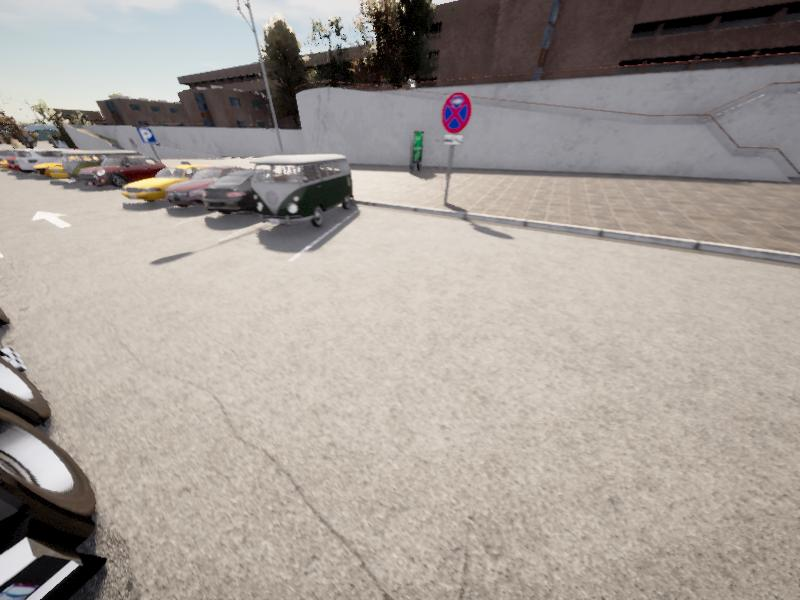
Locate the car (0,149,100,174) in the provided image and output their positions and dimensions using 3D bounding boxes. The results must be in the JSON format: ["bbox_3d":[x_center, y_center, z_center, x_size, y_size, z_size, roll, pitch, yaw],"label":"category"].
[{"bbox_3d":[-36.741,-14.651,24.293,2.435,2.045,5.566,5,34,8],"label":"car"}]

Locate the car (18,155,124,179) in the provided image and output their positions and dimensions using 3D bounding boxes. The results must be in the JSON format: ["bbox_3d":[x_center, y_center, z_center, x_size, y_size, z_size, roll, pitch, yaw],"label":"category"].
[{"bbox_3d":[-28.998,-12.029,20.723,2.097,1.535,5.008,6,34,8],"label":"car"}]

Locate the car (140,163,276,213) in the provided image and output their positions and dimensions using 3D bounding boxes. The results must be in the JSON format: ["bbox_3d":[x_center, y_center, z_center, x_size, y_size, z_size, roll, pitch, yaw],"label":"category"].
[{"bbox_3d":[-8.352,-5.425,10.833,2.002,1.452,4.674,6,34,8],"label":"car"}]

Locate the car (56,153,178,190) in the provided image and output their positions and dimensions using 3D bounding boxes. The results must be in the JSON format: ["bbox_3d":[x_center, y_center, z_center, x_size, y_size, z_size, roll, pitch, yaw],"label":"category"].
[{"bbox_3d":[-18.671,-8.865,15.720,2.185,1.767,4.553,6,34,8],"label":"car"}]

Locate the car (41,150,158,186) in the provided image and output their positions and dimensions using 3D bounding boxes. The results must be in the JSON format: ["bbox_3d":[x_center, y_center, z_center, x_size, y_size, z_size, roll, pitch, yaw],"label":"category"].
[{"bbox_3d":[-21.275,-9.690,16.782,1.878,1.987,4.442,6,34,8],"label":"car"}]

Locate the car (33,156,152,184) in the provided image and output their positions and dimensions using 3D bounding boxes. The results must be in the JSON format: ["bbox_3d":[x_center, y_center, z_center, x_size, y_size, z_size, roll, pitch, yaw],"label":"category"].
[{"bbox_3d":[-23.813,-10.491,18.393,1.946,1.575,5.366,5,34,8],"label":"car"}]

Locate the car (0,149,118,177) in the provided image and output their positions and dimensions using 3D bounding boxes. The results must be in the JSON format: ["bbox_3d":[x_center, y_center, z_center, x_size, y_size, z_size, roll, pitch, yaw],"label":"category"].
[{"bbox_3d":[-31.582,-13.068,21.846,2.435,2.045,5.566,5,34,9],"label":"car"}]

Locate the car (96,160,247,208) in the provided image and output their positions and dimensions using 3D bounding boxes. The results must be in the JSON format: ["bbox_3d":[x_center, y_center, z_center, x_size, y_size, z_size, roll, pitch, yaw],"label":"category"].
[{"bbox_3d":[-10.965,-6.180,11.894,1.946,1.575,5.366,6,34,8],"label":"car"}]

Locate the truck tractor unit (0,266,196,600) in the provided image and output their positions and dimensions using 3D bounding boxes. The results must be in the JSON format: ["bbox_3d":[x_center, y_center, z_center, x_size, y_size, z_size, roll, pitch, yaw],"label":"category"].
[{"bbox_3d":[-5.116,-0.294,0.795,6.516,4.208,3.053,18,38,24],"label":"truck tractor unit"}]

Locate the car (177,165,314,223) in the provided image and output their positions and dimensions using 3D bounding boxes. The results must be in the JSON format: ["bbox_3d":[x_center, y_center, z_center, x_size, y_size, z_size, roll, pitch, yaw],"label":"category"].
[{"bbox_3d":[-5.778,-4.601,9.592,2.002,1.452,4.674,5,34,8],"label":"car"}]

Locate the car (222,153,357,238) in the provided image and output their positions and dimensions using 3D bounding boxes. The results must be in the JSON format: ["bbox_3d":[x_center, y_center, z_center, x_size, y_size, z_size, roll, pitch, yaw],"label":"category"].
[{"bbox_3d":[-3.210,-3.938,8.111,1.878,1.987,4.442,6,34,8],"label":"car"}]
